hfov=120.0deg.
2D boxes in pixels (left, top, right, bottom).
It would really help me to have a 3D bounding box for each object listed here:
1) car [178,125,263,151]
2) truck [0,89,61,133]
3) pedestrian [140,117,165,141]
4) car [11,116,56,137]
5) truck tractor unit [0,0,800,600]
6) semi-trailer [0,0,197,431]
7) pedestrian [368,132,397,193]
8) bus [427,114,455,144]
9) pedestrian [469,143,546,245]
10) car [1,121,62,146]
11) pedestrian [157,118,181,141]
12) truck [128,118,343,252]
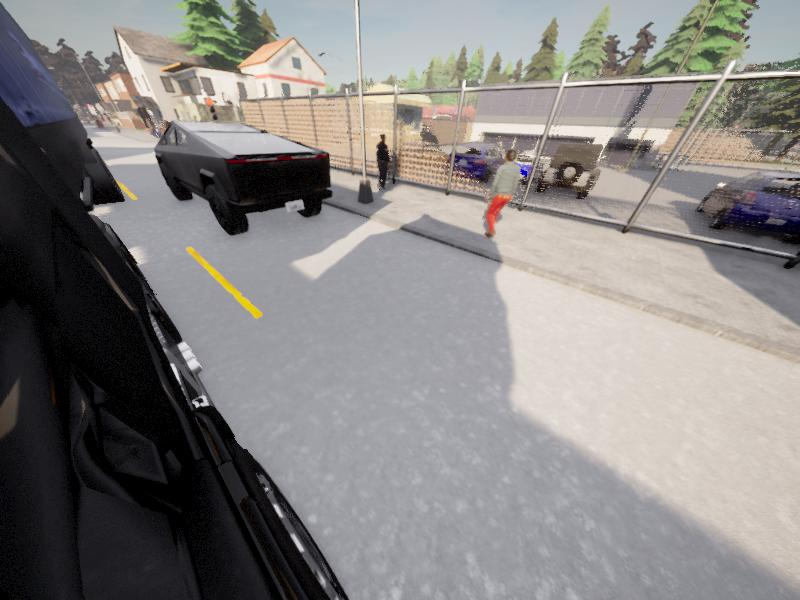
[{"bbox_3d":[-15.294,-14.046,20.033,1.930,1.638,5.238,32,46,33],"label":"car"},{"bbox_3d":[-45.927,-23.293,28.574,8.468,3.827,2.891,28,44,30],"label":"truck"},{"bbox_3d":[-24.543,-16.984,22.946,0.751,1.860,0.751,-4,37,-8],"label":"pedestrian"},{"bbox_3d":[-36.751,-17.451,23.271,3.705,1.549,1.789,28,44,30],"label":"car"},{"bbox_3d":[-2.645,-0.295,0.351,6.516,4.208,3.053,28,44,30],"label":"truck tractor unit"},{"bbox_3d":[-8.444,-3.773,4.454,14.254,4.402,2.717,31,45,32],"label":"semi-trailer"},{"bbox_3d":[-0.655,-5.150,8.712,0.751,1.860,0.751,-19,42,-27],"label":"pedestrian"},{"bbox_3d":[7.974,-34.709,46.909,3.944,4.253,10.273,2,37,0],"label":"bus"},{"bbox_3d":[2.199,-2.239,5.013,0.751,1.860,0.751,-4,37,-9],"label":"pedestrian"},{"bbox_3d":[-29.025,-13.240,18.303,4.181,1.385,1.994,28,44,30],"label":"car"},{"bbox_3d":[-23.058,-17.038,23.114,0.751,1.860,0.751,0,37,-3],"label":"pedestrian"},{"bbox_3d":[-4.670,-3.632,6.444,6.274,2.098,2.390,28,44,30],"label":"truck"}]
